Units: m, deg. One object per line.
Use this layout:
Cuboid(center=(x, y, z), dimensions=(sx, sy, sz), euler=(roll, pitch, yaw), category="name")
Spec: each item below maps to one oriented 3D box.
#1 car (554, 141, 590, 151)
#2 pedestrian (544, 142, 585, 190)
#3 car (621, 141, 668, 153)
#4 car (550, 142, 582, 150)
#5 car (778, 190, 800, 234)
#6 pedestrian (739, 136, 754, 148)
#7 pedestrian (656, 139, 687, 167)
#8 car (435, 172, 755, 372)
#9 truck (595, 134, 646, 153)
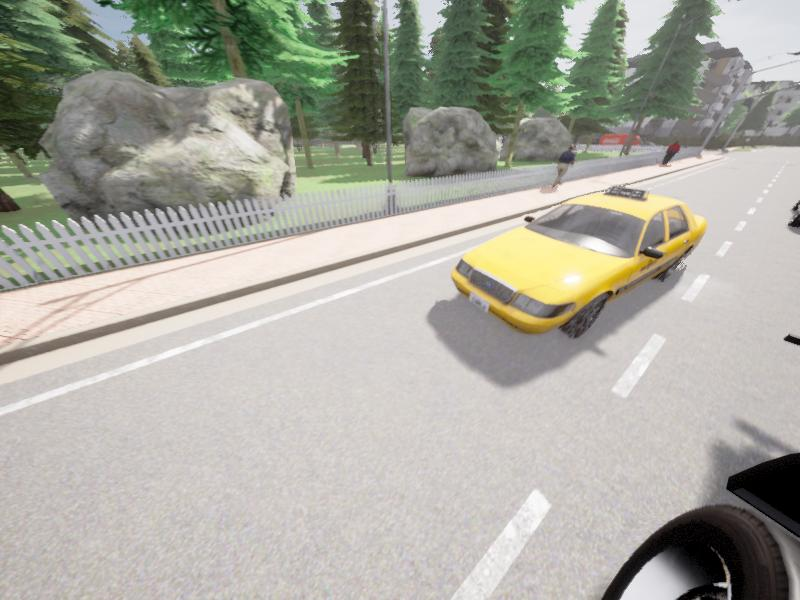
Cuboid(center=(32.559, -29.293, 43.882), dimensions=(1.837, 1.490, 4.892), euler=(-21, 40, -27), category="car")
Cuboid(center=(7.674, -6.284, 10.836), dimensions=(0.751, 1.860, 0.751), euler=(-22, 41, -28), category="pedestrian")
Cuboid(center=(40.891, -25.726, 38.737), dimensions=(2.128, 1.511, 4.902), euler=(-21, 40, -27), category="car")
Cuboid(center=(33.972, -31.645, 47.377), dimensions=(1.895, 1.301, 4.718), euler=(-21, 40, -27), category="car")
Cuboid(center=(13.510, -2.911, 6.640), dimensions=(4.792, 1.488, 2.163), euler=(-22, 41, -28), category="car")
Cuboid(center=(68.438, -31.154, 45.594), dimensions=(0.751, 1.860, 0.751), euler=(-19, 39, -25), category="pedestrian")
Cuboid(center=(21.764, -11.816, 18.565), dimensions=(0.751, 1.860, 0.751), euler=(-22, 41, -28), category="pedestrian")
Cuboid(center=(3.366, -1.036, 3.978), dimensions=(5.366, 1.575, 1.801), euler=(-19, 39, -24), category="car")
Cuboid(center=(36.613, -26.171, 38.573), dimensions=(2.627, 2.467, 5.204), euler=(-21, 40, -27), category="truck")
